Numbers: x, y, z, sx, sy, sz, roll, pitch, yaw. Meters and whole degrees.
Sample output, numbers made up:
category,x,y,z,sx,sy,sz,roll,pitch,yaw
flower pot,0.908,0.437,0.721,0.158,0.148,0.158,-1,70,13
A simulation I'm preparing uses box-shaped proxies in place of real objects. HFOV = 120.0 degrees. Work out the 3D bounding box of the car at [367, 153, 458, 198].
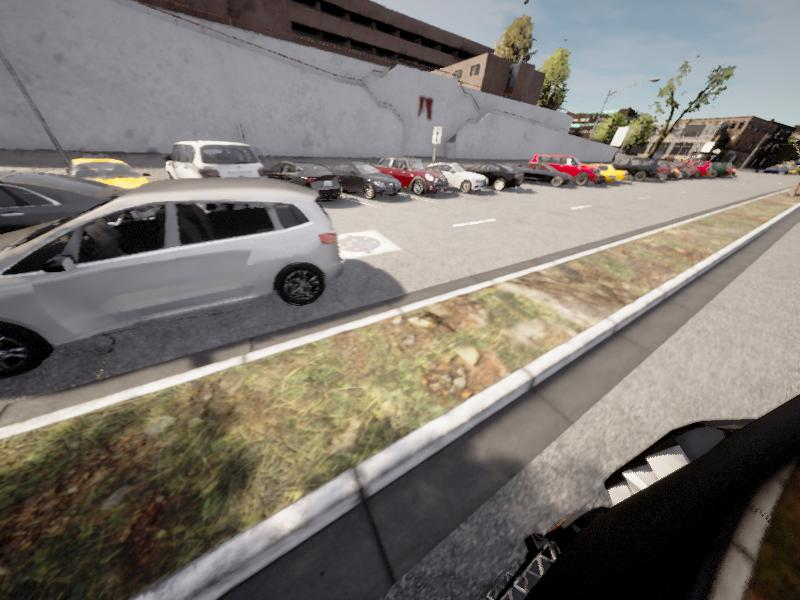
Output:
category,x,y,z,sx,sy,sz,roll,pitch,yaw
car,0.541,-7.122,13.018,4.553,1.767,2.185,26,40,32

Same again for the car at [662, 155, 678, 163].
category,x,y,z,sx,sy,sz,roll,pitch,yaw
car,72.836,-38.064,62.418,2.002,1.452,4.674,32,42,28

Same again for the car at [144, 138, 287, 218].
category,x,y,z,sx,sy,sz,roll,pitch,yaw
car,-7.254,-4.988,9.027,5.566,2.045,2.435,26,40,32

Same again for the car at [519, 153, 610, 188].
category,x,y,z,sx,sy,sz,roll,pitch,yaw
car,13.587,-10.979,19.412,5.566,2.045,2.435,26,40,32

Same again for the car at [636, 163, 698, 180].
category,x,y,z,sx,sy,sz,roll,pitch,yaw
car,34.333,-16.748,29.995,4.892,1.521,2.231,26,39,32

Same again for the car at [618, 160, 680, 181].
category,x,y,z,sx,sy,sz,roll,pitch,yaw
car,29.167,-15.357,27.285,4.553,1.767,2.185,26,40,32

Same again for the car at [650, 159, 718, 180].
category,x,y,z,sx,sy,sz,roll,pitch,yaw
car,39.517,-18.439,32.482,5.566,2.045,2.435,26,40,32

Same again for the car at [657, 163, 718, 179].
category,x,y,z,sx,sy,sz,roll,pitch,yaw
car,41.988,-19.025,34.010,5.366,1.575,1.946,26,40,32

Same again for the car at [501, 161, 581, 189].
category,x,y,z,sx,sy,sz,roll,pitch,yaw
car,10.978,-9.989,18.265,4.792,1.488,2.163,26,40,32

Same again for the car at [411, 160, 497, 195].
category,x,y,z,sx,sy,sz,roll,pitch,yaw
car,3.156,-7.724,14.393,4.674,1.452,2.002,26,40,32

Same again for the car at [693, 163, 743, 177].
category,x,y,z,sx,sy,sz,roll,pitch,yaw
car,55.236,-22.675,40.313,4.553,1.767,2.185,27,40,32

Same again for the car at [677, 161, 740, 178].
category,x,y,z,sx,sy,sz,roll,pitch,yaw
car,49.993,-21.348,37.678,5.566,2.045,2.435,26,39,32

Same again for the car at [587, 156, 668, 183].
category,x,y,z,sx,sy,sz,roll,pitch,yaw
car,23.926,-13.995,24.635,5.566,2.045,2.435,26,40,32

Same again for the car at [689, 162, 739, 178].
category,x,y,z,sx,sy,sz,roll,pitch,yaw
car,52.677,-22.016,38.937,4.442,1.987,1.878,26,40,32

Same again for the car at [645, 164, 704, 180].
category,x,y,z,sx,sy,sz,roll,pitch,yaw
car,36.906,-17.467,31.325,4.792,1.488,2.163,26,40,32

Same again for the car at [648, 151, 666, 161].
category,x,y,z,sx,sy,sz,roll,pitch,yaw
car,71.416,-40.040,64.253,2.435,2.045,5.566,32,42,28

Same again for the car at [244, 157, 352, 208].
category,x,y,z,sx,sy,sz,roll,pitch,yaw
car,-4.668,-5.495,10.487,4.792,1.488,2.163,26,40,32

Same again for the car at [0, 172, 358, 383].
category,x,y,z,sx,sy,sz,roll,pitch,yaw
car,-3.248,-0.792,3.371,4.611,1.667,2.242,-16,38,-26

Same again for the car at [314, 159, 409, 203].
category,x,y,z,sx,sy,sz,roll,pitch,yaw
car,-2.039,-6.222,11.794,4.674,1.452,2.002,26,40,32

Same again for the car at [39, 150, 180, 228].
category,x,y,z,sx,sy,sz,roll,pitch,yaw
car,-9.699,-3.966,7.743,5.366,1.575,1.946,26,39,32

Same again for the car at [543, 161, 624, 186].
category,x,y,z,sx,sy,sz,roll,pitch,yaw
car,16.297,-11.465,20.761,5.366,1.575,1.946,26,40,32

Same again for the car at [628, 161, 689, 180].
category,x,y,z,sx,sy,sz,roll,pitch,yaw
car,31.720,-16.125,28.631,4.553,1.767,2.185,26,40,32

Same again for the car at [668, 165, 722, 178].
category,x,y,z,sx,sy,sz,roll,pitch,yaw
car,44.735,-19.650,35.239,4.674,1.452,2.002,26,40,32

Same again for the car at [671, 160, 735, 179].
category,x,y,z,sx,sy,sz,roll,pitch,yaw
car,47.330,-20.638,36.402,5.566,2.045,2.435,26,40,32

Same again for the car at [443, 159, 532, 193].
category,x,y,z,sx,sy,sz,roll,pitch,yaw
car,5.760,-8.507,15.662,5.008,1.535,2.097,26,40,32

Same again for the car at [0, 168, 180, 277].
category,x,y,z,sx,sy,sz,roll,pitch,yaw
car,-7.584,-1.415,4.116,4.892,1.490,1.837,-16,38,-26

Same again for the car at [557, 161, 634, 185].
category,x,y,z,sx,sy,sz,roll,pitch,yaw
car,18.605,-12.351,22.252,5.366,1.575,1.946,26,40,32
